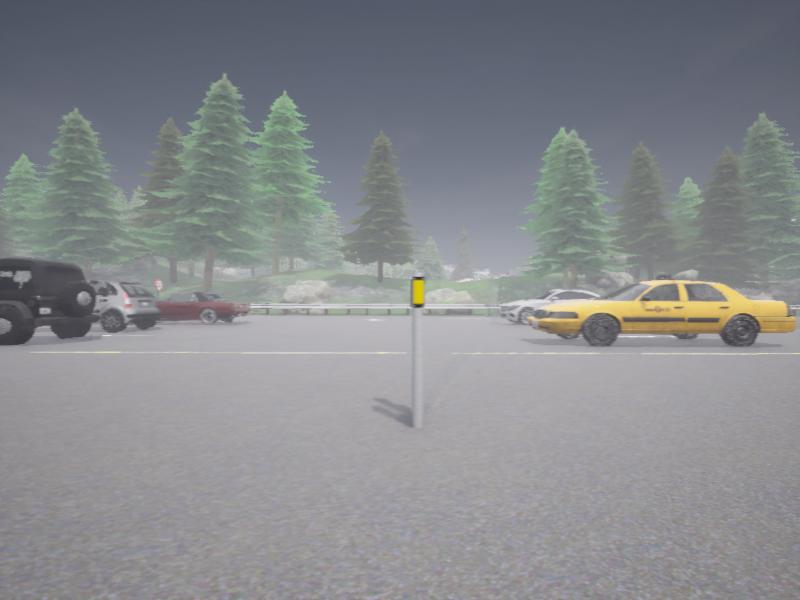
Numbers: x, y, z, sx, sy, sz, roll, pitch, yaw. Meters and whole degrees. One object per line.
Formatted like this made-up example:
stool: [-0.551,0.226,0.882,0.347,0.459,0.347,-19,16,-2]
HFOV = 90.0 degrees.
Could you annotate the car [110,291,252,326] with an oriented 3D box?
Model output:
car: [-8.692,0.322,16.204,4.718,1.301,1.895,0,0,0]

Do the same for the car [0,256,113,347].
car: [-9.222,0.023,9.206,3.866,1.878,1.905,0,0,0]

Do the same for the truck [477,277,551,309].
truck: [14.055,-0.895,49.957,8.468,3.827,2.891,0,0,3]

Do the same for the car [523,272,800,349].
car: [5.798,0.213,9.196,5.366,1.575,1.801,0,0,0]

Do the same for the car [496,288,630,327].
car: [6.456,0.282,16.198,4.674,1.442,1.812,0,0,0]

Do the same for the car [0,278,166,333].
car: [-9.960,0.163,12.708,3.988,1.617,1.851,0,0,0]
